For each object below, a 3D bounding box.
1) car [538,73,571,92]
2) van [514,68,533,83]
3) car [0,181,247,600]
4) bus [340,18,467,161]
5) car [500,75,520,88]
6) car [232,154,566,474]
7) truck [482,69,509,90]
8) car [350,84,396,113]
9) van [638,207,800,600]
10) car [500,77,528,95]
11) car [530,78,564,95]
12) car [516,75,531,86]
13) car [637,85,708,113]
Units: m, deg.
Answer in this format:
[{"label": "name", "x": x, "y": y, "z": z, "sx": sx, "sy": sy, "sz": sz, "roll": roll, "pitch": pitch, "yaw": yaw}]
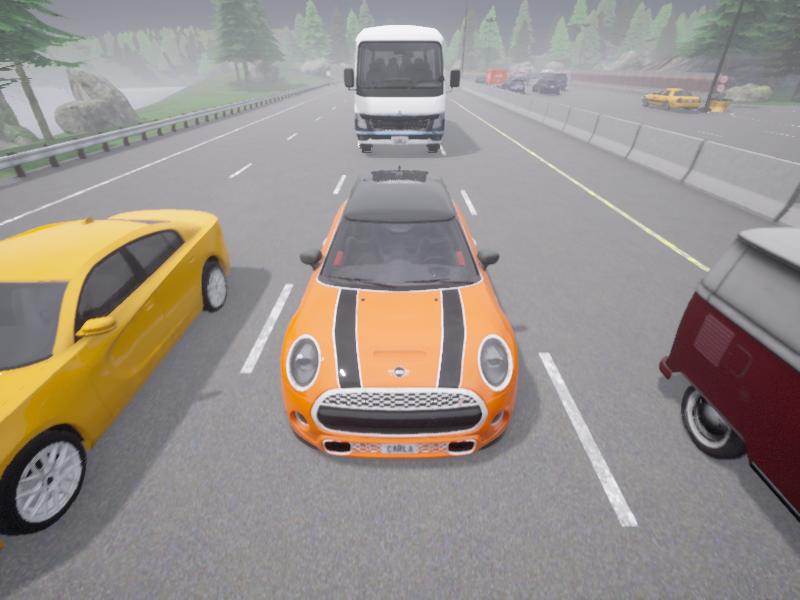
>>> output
[{"label": "car", "x": 20.843, "y": -29.563, "z": 54.234, "sx": 2.150, "sy": 2.045, "sz": 5.566, "roll": 0, "pitch": 30, "yaw": 0}, {"label": "van", "x": 24.111, "y": -43.604, "z": 77.731, "sx": 2.351, "sy": 2.431, "sz": 6.366, "roll": 12, "pitch": 33, "yaw": 20}, {"label": "car", "x": -3.504, "y": 0.168, "z": 4.152, "sx": 1.882, "sy": 1.535, "sz": 5.008, "roll": 0, "pitch": 31, "yaw": 0}, {"label": "bus", "x": 0.098, "y": -9.472, "z": 17.878, "sx": 3.944, "sy": 4.253, "sz": 10.273, "roll": 0, "pitch": 30, "yaw": 0}, {"label": "car", "x": 17.324, "y": -34.494, "z": 63.114, "sx": 1.801, "sy": 1.575, "sz": 5.366, "roll": 1, "pitch": 30, "yaw": 1}, {"label": "car", "x": -0.005, "y": -0.433, "z": 4.922, "sx": 2.097, "sy": 1.767, "sz": 4.553, "roll": 0, "pitch": 30, "yaw": 0}, {"label": "truck", "x": 13.827, "y": -32.246, "z": 58.372, "sx": 2.627, "sy": 2.467, "sz": 5.204, "roll": 0, "pitch": 30, "yaw": 0}, {"label": "car", "x": -1.940, "y": -15.399, "z": 30.503, "sx": 2.242, "sy": 1.667, "sz": 4.611, "roll": 7, "pitch": 31, "yaw": 11}, {"label": "van", "x": 3.497, "y": 1.192, "z": 1.971, "sx": 1.775, "sy": 1.987, "sz": 4.442, "roll": 0, "pitch": 30, "yaw": 0}, {"label": "car", "x": 13.863, "y": -26.161, "z": 48.857, "sx": 2.033, "sy": 1.649, "sz": 4.856, "roll": 0, "pitch": 31, "yaw": 0}, {"label": "car", "x": 17.368, "y": -25.398, "z": 47.511, "sx": 2.242, "sy": 1.667, "sz": 4.611, "roll": 0, "pitch": 30, "yaw": 0}, {"label": "car", "x": 21.245, "y": -37.981, "z": 69.086, "sx": 1.837, "sy": 1.490, "sz": 4.892, "roll": 5, "pitch": 31, "yaw": 8}, {"label": "car", "x": 20.934, "y": -15.677, "z": 31.068, "sx": 1.801, "sy": 1.575, "sz": 5.366, "roll": 0, "pitch": 30, "yaw": 0}]
